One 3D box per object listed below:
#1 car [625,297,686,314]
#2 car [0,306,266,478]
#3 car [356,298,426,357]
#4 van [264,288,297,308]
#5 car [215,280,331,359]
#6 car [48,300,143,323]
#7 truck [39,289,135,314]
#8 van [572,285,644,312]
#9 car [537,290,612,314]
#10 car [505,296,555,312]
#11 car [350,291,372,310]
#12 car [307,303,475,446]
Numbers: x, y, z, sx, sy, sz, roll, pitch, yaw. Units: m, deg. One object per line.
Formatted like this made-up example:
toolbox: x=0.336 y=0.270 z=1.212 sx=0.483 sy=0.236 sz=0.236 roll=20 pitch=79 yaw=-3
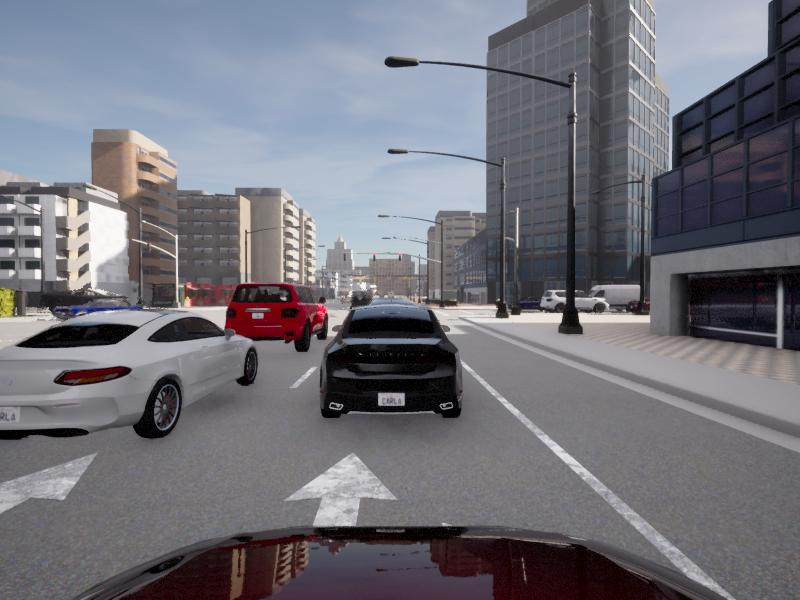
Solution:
car: x=22.343 y=0.440 z=35.044 sx=4.193 sy=1.474 sz=1.816 roll=0 pitch=1 yaw=-1
car: x=-3.631 y=0.861 z=5.908 sx=1.812 sy=1.442 sz=4.674 roll=0 pitch=0 yaw=-1
car: x=-0.289 y=0.737 z=13.310 sx=1.882 sy=1.535 sz=5.008 roll=0 pitch=1 yaw=-1
van: x=-15.145 y=-0.233 z=51.184 sx=2.351 sy=2.431 sz=6.366 roll=0 pitch=0 yaw=-1
car: x=-3.796 y=0.479 z=13.206 sx=2.150 sy=2.045 sz=5.566 roll=0 pitch=1 yaw=-1
car: x=-19.946 y=0.661 z=26.507 sx=1.895 sy=1.301 sz=4.718 roll=0 pitch=1 yaw=20
truck: x=-26.711 y=0.120 z=34.308 sx=6.274 sy=2.098 sz=2.390 roll=0 pitch=1 yaw=-1
van: x=19.906 y=-0.155 z=38.479 sx=5.915 sy=2.561 sz=1.988 roll=0 pitch=1 yaw=-1
car: x=15.170 y=0.153 z=34.941 sx=5.566 sy=2.045 sz=2.150 roll=0 pitch=1 yaw=-1
car: x=12.427 y=0.376 z=38.379 sx=4.193 sy=1.474 sz=1.816 roll=0 pitch=1 yaw=-1
car: x=-4.391 y=0.006 z=45.882 sx=2.150 sy=2.045 sz=5.566 roll=0 pitch=0 yaw=-1
car: x=-0.149 y=0.835 z=6.827 sx=1.837 sy=1.490 sz=4.892 roll=0 pitch=0 yaw=-1
